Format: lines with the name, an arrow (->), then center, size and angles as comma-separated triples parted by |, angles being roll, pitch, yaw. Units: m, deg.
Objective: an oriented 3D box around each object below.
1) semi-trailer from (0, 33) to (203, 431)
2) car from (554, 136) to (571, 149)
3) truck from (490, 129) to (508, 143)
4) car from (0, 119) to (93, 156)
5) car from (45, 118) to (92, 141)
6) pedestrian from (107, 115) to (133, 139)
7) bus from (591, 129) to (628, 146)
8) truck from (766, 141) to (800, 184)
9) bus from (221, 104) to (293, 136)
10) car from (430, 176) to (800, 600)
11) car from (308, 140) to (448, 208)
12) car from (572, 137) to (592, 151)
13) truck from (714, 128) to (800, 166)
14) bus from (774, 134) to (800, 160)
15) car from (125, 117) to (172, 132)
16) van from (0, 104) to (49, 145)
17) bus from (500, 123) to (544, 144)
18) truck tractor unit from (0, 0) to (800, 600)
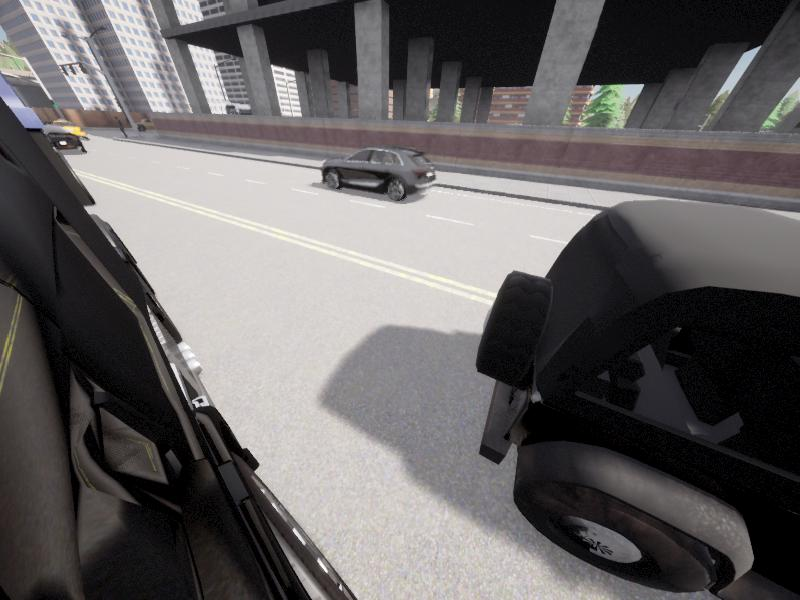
semi-trailer -> -8.771, -3.554, 4.155 | 14.254, 4.402, 2.717 | 27, 43, 29
car -> 29.376, -28.519, 41.782 | 1.905, 1.878, 3.866 | 20, 40, 21
truck -> 23.515, -38.787, 54.720 | 2.615, 2.467, 5.204 | 20, 40, 21
car -> -23.033, -10.644, 15.064 | 5.238, 1.638, 1.930 | 19, 40, 21
car -> -32.860, -16.886, 22.846 | 5.366, 1.575, 1.801 | 26, 42, 28
pedestrian -> -28.822, -17.831, 23.839 | 0.751, 1.860, 0.751 | -6, 38, -12
bus -> 69.102, -54.055, 76.717 | 3.944, 4.253, 10.273 | 9, 37, 8
truck -> 30.285, -9.468, 16.079 | 2.627, 2.467, 5.204 | 20, 40, 21
bus -> -26.234, -33.544, 43.332 | 3.944, 4.253, 10.273 | 20, 40, 22
car -> 2.425, 0.734, 1.237 | 3.866, 1.878, 1.905 | 20, 40, 21
car -> -0.909, -5.121, 9.083 | 4.856, 1.649, 2.033 | 20, 40, 21
car -> 31.953, -27.594, 40.707 | 1.905, 1.878, 3.866 | 20, 40, 21
truck -> 48.830, -21.134, 31.737 | 2.891, 3.827, 8.468 | 20, 40, 21
bus -> 85.120, -30.121, 45.789 | 10.273, 4.253, 3.944 | 20, 40, 22
car -> -41.674, -29.144, 38.447 | 1.932, 1.855, 4.605 | 21, 41, 23
van -> -32.248, -14.179, 18.555 | 6.366, 2.431, 2.351 | 18, 39, 20
bus -> 35.128, -48.130, 66.730 | 10.273, 4.253, 3.944 | 20, 40, 22
truck tractor unit -> -2.645, -0.295, 0.351 | 6.516, 4.208, 3.053 | 28, 44, 30
